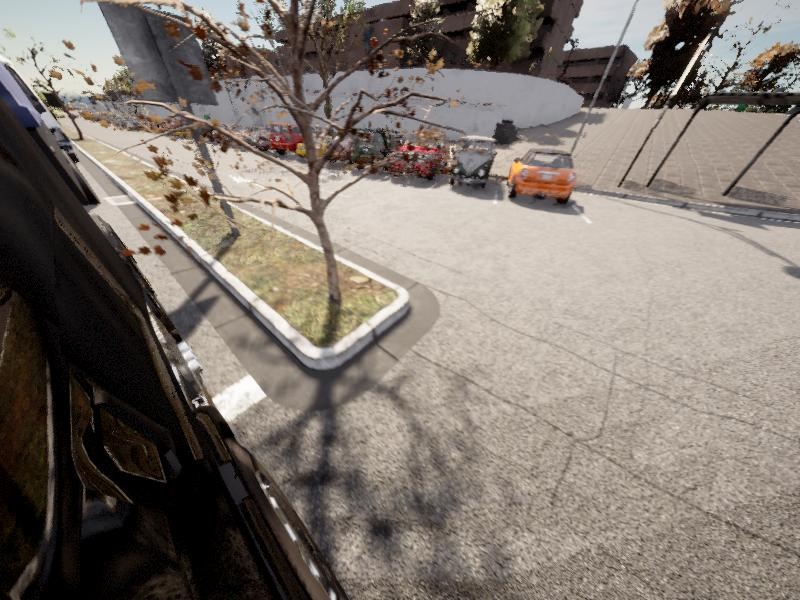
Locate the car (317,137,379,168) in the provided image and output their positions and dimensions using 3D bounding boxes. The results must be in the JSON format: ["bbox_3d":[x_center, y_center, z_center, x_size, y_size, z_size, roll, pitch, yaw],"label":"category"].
[{"bbox_3d":[-3.310,-10.276,15.907,2.002,1.452,4.674,13,38,14],"label":"car"}]

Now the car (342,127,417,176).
[{"bbox_3d":[-0.962,-9.316,14.286,2.435,2.045,5.566,13,38,14],"label":"car"}]

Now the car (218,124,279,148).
[{"bbox_3d":[-14.916,-16.449,23.166,2.185,1.767,4.553,14,38,14],"label":"car"}]

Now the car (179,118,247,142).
[{"bbox_3d":[-21.905,-20.143,27.495,2.435,2.045,5.566,13,37,14],"label":"car"}]

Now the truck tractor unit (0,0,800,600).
[{"bbox_3d":[-2.645,-0.295,0.352,6.516,4.208,3.053,28,44,30],"label":"truck tractor unit"}]

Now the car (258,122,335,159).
[{"bbox_3d":[-7.937,-12.942,18.695,2.435,2.045,5.566,13,38,14],"label":"car"}]

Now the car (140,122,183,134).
[{"bbox_3d":[-40.539,-29.394,39.447,2.002,1.452,4.674,14,37,14],"label":"car"}]

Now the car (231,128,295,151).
[{"bbox_3d":[-12.602,-15.131,21.755,2.231,1.521,4.892,14,38,14],"label":"car"}]

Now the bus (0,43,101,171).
[{"bbox_3d":[-20.799,-9.902,12.043,10.273,4.253,3.944,27,43,29],"label":"bus"}]

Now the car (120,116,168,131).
[{"bbox_3d":[-49.838,-34.422,45.181,2.435,2.045,5.566,13,38,14],"label":"car"}]

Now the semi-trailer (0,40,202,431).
[{"bbox_3d":[-8.732,-3.578,4.197,14.254,4.402,2.717,28,44,29],"label":"semi-trailer"}]

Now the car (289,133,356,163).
[{"bbox_3d":[-5.569,-11.622,17.497,1.946,1.575,5.366,13,38,14],"label":"car"}]

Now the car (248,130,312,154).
[{"bbox_3d":[-10.278,-13.921,20.327,2.163,1.488,4.792,13,37,14],"label":"car"}]

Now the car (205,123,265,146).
[{"bbox_3d":[-17.271,-17.615,24.584,2.185,1.767,4.553,13,37,14],"label":"car"}]

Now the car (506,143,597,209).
[{"bbox_3d":[5.954,-5.515,9.850,2.185,1.767,4.553,14,38,15],"label":"car"}]

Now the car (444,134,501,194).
[{"bbox_3d":[3.631,-6.778,11.223,1.878,1.987,4.442,14,38,14],"label":"car"}]

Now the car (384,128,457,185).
[{"bbox_3d":[1.348,-8.067,12.761,2.435,2.045,5.566,14,38,14],"label":"car"}]
